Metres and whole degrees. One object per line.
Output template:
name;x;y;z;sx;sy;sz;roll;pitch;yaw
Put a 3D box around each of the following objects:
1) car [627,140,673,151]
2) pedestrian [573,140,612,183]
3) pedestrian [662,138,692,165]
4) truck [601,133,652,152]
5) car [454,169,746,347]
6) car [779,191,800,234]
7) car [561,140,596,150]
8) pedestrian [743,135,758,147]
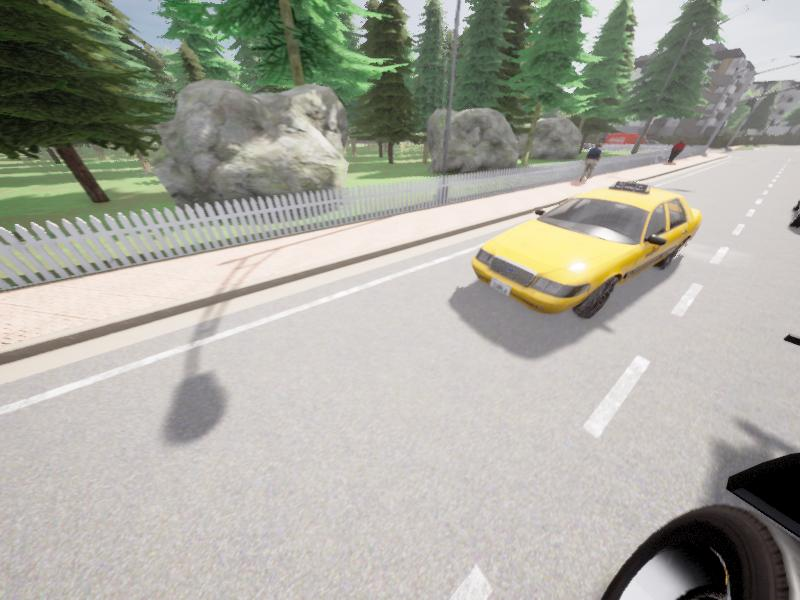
car;42.816;-26.576;39.723;2.128;1.511;4.902;-21;40;-26
pedestrian;10.159;-7.318;12.223;0.751;1.860;0.751;-22;41;-28
pedestrian;22.973;-12.346;19.201;0.751;1.860;0.751;-22;41;-27
truck;38.539;-27.019;39.563;2.627;2.467;5.204;-21;40;-26
car;3.753;-1.283;4.303;5.366;1.575;1.801;-20;40;-25
car;13.376;-2.875;6.542;4.792;1.488;2.163;-22;41;-28
car;34.489;-30.146;44.872;1.837;1.490;4.892;-21;40;-27
pedestrian;71.092;-32.283;46.894;0.751;1.860;0.751;-19;39;-25
